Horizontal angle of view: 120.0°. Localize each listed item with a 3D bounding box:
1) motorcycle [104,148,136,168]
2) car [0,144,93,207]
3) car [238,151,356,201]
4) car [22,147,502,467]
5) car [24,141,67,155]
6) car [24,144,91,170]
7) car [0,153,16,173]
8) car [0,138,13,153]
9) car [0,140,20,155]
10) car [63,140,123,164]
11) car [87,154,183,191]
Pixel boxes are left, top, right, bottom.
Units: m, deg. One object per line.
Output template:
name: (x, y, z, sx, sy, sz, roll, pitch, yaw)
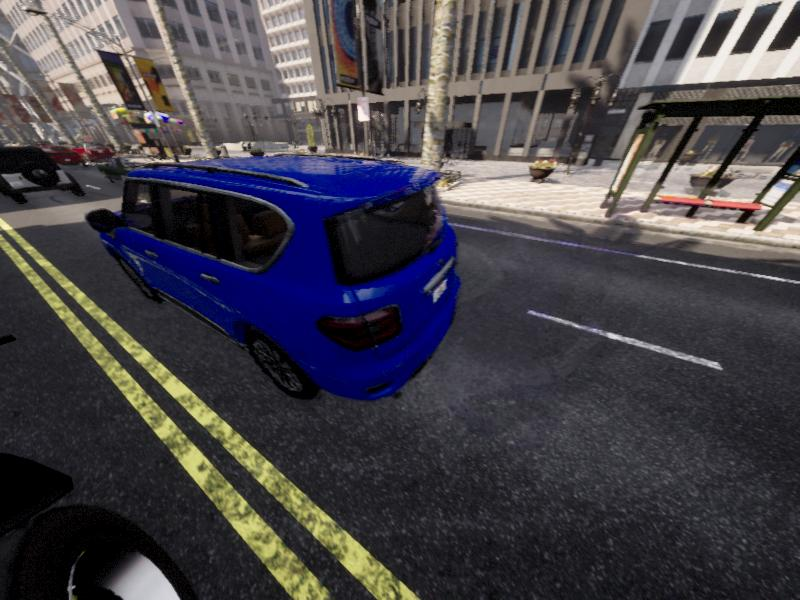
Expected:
motorcycle: (-23.938, -12.214, 19.839, 0.764, 1.277, 2.356, -18, 40, -24)
car: (-15.603, -5.342, 9.675, 3.866, 1.878, 1.905, 19, 40, 24)
car: (-4.805, -5.984, 10.893, 4.892, 1.521, 2.231, 19, 40, 24)
car: (-1.958, -0.801, 3.213, 5.566, 2.045, 2.150, 19, 40, 24)
car: (-49.086, -21.109, 32.008, 4.792, 1.488, 2.163, 19, 40, 24)
car: (-27.965, -11.720, 18.869, 5.008, 1.535, 1.882, 18, 39, 24)
car: (-30.924, -10.327, 16.998, 4.674, 1.442, 1.812, 19, 40, 24)
car: (-61.388, -23.332, 34.822, 4.553, 1.767, 2.097, 19, 40, 25)
car: (-55.994, -21.361, 32.303, 4.974, 1.542, 2.038, 19, 40, 24)
car: (-30.230, -14.669, 22.771, 4.553, 1.767, 2.185, 19, 40, 24)
car: (-14.453, -7.065, 12.593, 4.718, 1.301, 1.895, 19, 40, 24)
